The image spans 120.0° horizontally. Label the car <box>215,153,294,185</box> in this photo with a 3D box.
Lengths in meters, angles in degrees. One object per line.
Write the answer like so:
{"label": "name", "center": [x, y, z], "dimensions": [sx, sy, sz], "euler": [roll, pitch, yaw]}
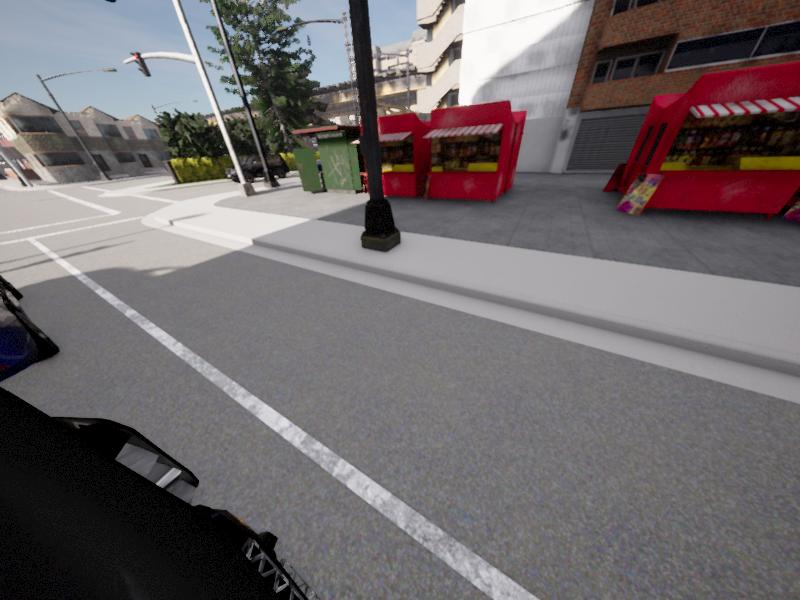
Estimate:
{"label": "car", "center": [-13.042, -12.134, 21.269], "dimensions": [2.150, 2.045, 5.566], "euler": [16, 38, 26]}

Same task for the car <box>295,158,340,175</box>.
{"label": "car", "center": [-9.344, -15.460, 26.670], "dimensions": [1.895, 1.301, 4.718], "euler": [16, 38, 26]}

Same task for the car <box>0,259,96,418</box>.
{"label": "car", "center": [-6.393, 0.195, 2.695], "dimensions": [4.792, 1.488, 2.163], "euler": [16, 38, 26]}
